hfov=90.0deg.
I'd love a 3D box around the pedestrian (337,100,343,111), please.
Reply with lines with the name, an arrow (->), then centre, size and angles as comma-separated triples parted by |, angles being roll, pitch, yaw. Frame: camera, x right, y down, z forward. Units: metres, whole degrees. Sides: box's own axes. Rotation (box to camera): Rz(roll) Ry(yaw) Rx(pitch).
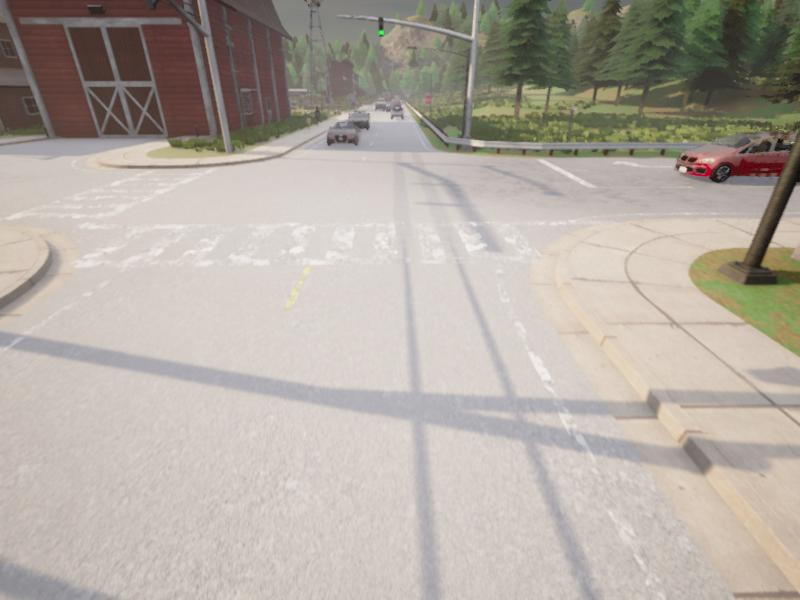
pedestrian -> -11.099, -36.032, 73.975 | 0.751, 1.860, 0.751 | 7, 28, 13

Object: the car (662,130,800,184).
car -> 13.420, -5.617, 15.569 | 4.611, 1.667, 2.242 | -1, 27, -1

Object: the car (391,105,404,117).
car -> -0.395, -28.138, 59.515 | 1.812, 1.442, 4.674 | 0, 27, 0

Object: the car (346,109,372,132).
car -> -3.740, -16.753, 37.242 | 1.930, 1.638, 5.238 | 0, 27, 0

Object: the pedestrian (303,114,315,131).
pedestrian -> -7.827, -15.255, 34.329 | 0.751, 1.300, 0.751 | 0, 27, 0

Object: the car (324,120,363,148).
car -> -3.666, -11.057, 26.503 | 1.994, 1.385, 4.181 | 0, 27, 0

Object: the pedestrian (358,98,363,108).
pedestrian -> -8.995, -44.931, 91.216 | 0.751, 1.860, 0.751 | 1, 27, 2

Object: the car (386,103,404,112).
car -> -0.899, -35.438, 73.741 | 1.994, 1.385, 4.181 | 9, 29, 16

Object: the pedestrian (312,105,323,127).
pedestrian -> -7.885, -17.534, 38.133 | 0.751, 1.860, 0.751 | -1, 27, -2

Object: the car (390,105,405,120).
car -> -0.350, -25.131, 53.512 | 1.851, 1.617, 3.988 | 0, 27, 0

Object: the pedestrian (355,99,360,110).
pedestrian -> -8.250, -38.008, 77.803 | 0.751, 1.860, 0.751 | -1, 27, -3

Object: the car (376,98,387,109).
car -> -4.092, -42.919, 87.498 | 2.150, 2.045, 5.566 | 0, 27, 0
